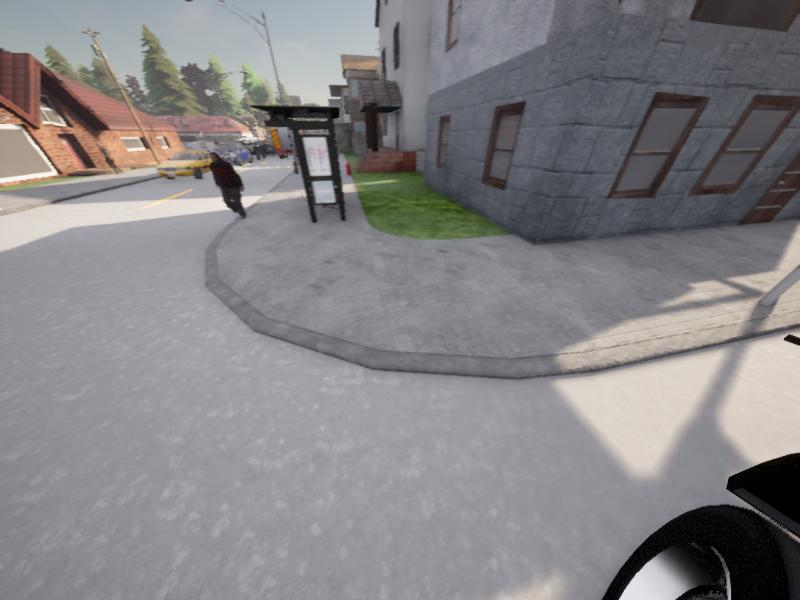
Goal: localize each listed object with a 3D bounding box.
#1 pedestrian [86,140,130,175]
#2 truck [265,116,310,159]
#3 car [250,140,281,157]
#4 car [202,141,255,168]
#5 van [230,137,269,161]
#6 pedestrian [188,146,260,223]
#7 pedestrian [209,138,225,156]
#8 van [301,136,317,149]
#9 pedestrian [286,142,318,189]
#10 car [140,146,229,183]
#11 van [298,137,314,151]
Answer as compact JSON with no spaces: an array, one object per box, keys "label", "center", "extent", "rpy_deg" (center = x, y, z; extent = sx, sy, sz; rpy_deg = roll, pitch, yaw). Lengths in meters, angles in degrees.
[{"label":"pedestrian","center":[-18.834,-9.205,14.957],"extent":[0.751,1.860,0.751],"rpy_deg":[-4,36,-5]},{"label":"truck","center":[-13.503,-20.111,28.754],"extent":[2.891,3.827,8.468],"rpy_deg":[-7,36,-10]},{"label":"car","center":[-18.166,-20.718,31.466],"extent":[2.242,1.667,4.611],"rpy_deg":[-7,36,-10]},{"label":"car","center":[-15.267,-13.249,20.895],"extent":[2.097,1.767,4.553],"rpy_deg":[-7,36,-10]},{"label":"van","center":[-16.665,-16.956,25.876],"extent":[2.069,2.038,4.480],"rpy_deg":[-7,36,-10]},{"label":"pedestrian","center":[-4.919,-3.276,6.621],"extent":[0.751,1.860,0.751],"rpy_deg":[2,36,3]},{"label":"pedestrian","center":[-22.723,-19.048,28.749],"extent":[0.751,1.860,0.751],"rpy_deg":[-8,36,-10]},{"label":"van","center":[-18.177,-31.593,46.378],"extent":[2.069,2.038,4.480],"rpy_deg":[-7,36,-10]},{"label":"pedestrian","center":[-4.589,-6.380,10.968],"extent":[0.751,1.860,0.751],"rpy_deg":[2,36,3]},{"label":"car","center":[-13.606,-8.999,15.123],"extent":[1.801,1.575,5.366],"rpy_deg":[-7,36,-9]},{"label":"van","center":[-16.877,-28.179,41.642],"extent":[1.775,1.987,4.442],"rpy_deg":[-7,36,-10]}]
